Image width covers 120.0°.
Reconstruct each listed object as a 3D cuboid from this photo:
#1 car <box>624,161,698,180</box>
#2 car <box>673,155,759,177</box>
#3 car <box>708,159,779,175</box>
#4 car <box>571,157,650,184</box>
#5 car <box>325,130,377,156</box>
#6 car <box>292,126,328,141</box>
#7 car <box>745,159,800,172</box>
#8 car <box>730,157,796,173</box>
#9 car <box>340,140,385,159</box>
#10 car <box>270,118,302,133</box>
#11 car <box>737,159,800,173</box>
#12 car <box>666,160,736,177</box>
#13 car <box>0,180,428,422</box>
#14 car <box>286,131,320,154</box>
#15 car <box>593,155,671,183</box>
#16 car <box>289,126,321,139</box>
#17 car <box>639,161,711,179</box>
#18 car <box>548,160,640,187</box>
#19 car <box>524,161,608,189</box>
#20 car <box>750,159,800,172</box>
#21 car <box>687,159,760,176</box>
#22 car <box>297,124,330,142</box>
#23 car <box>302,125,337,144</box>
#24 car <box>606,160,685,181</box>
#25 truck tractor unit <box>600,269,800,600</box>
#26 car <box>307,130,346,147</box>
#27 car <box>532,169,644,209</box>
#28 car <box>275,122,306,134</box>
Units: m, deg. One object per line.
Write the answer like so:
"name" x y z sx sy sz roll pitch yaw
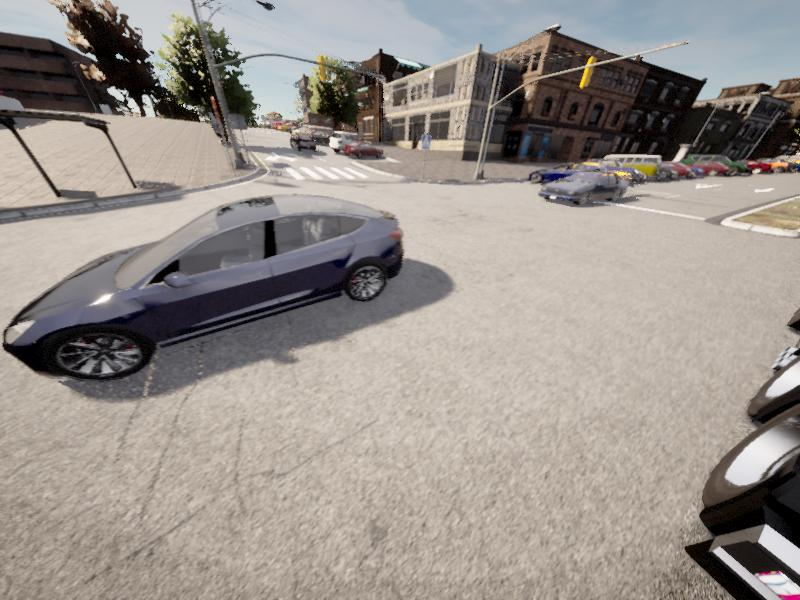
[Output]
"car" 26.331 -13.276 23.537 4.674 1.452 2.002 28 42 36
"car" 37.329 -16.181 27.676 2.435 2.045 5.566 -27 42 -36
"car" 45.610 -17.878 30.905 2.097 1.535 5.008 -27 42 -35
"car" 18.163 -11.337 20.101 4.553 1.767 2.185 27 41 35
"car" -5.459 -18.060 26.676 2.435 2.045 5.566 29 42 27
"car" -14.899 -27.885 38.731 1.946 1.575 5.366 29 42 27
"car" 56.777 -20.300 34.845 2.097 1.535 5.008 -25 41 -35
"car" 51.197 -19.198 32.812 2.185 1.767 4.553 -26 41 -35
"car" -3.911 -16.158 24.867 2.002 1.452 4.674 29 41 27
"car" -24.609 -37.919 50.187 2.435 2.045 5.566 28 41 26
"car" 53.986 -19.696 33.864 2.231 1.521 4.892 -26 41 -35
"car" 34.547 -15.289 26.787 2.002 1.452 4.674 -28 42 -36
"car" -2.220 -0.656 3.523 4.792 1.488 2.163 -18 40 -24
"car" -10.668 -17.284 25.309 2.128 1.511 4.902 -17 43 -28
"car" 20.979 -12.073 21.100 4.442 1.987 1.878 27 41 35
"car" -16.601 -29.434 40.602 2.002 1.452 4.674 29 42 27
"car" 29.063 -13.960 24.640 4.674 1.452 2.002 28 42 36
"car" 15.621 -10.436 18.891 5.366 1.575 1.946 27 41 35
"car" 12.750 -9.848 18.007 4.792 1.488 2.163 27 41 35
"car" 59.450 -20.956 35.901 1.946 1.575 5.366 -26 41 -34
"car" 40.065 -16.625 28.873 2.097 1.535 5.008 -27 42 -36
"car" -13.474 -26.274 36.427 1.878 1.987 4.442 29 42 27
"car" -11.883 -24.612 34.457 1.878 1.987 4.442 29 42 27
"car" 23.605 -12.626 22.416 4.892 1.521 2.231 28 41 36
"truck tractor unit" 5.139 -0.264 0.788 6.516 4.208 3.053 -17 39 -24
"car" -10.259 -22.821 32.702 2.231 1.521 4.892 29 41 27
"car" 9.763 -5.919 12.015 5.357 1.411 2.033 -15 37 -23
"car" -22.889 -36.161 48.528 1.946 1.575 5.366 28 41 26
